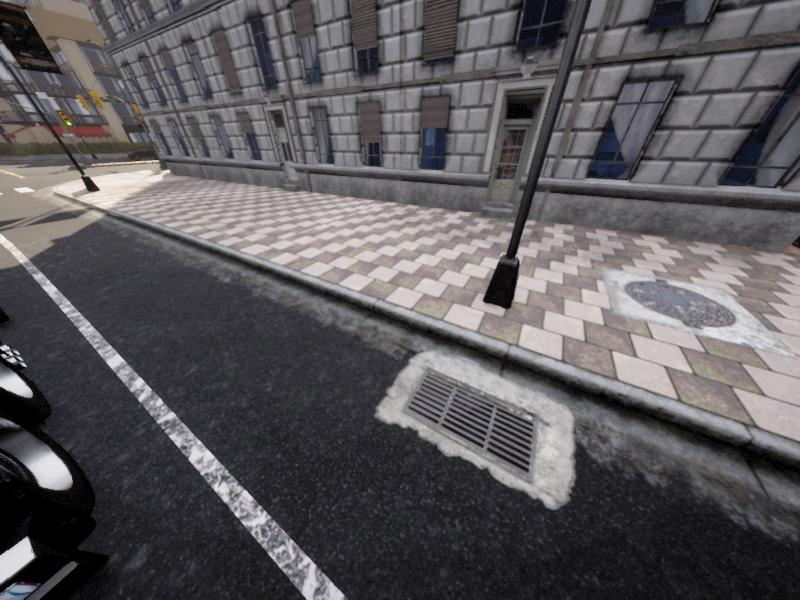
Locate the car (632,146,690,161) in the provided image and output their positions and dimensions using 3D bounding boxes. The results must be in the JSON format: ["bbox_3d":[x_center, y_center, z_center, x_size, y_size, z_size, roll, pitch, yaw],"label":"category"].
[{"bbox_3d":[33.030,-18.723,29.364,1.812,1.442,4.674,-29,44,-34],"label":"car"}]

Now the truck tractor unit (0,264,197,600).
[{"bbox_3d":[-5.109,-0.304,0.774,6.516,4.208,3.053,18,39,24],"label":"truck tractor unit"}]
